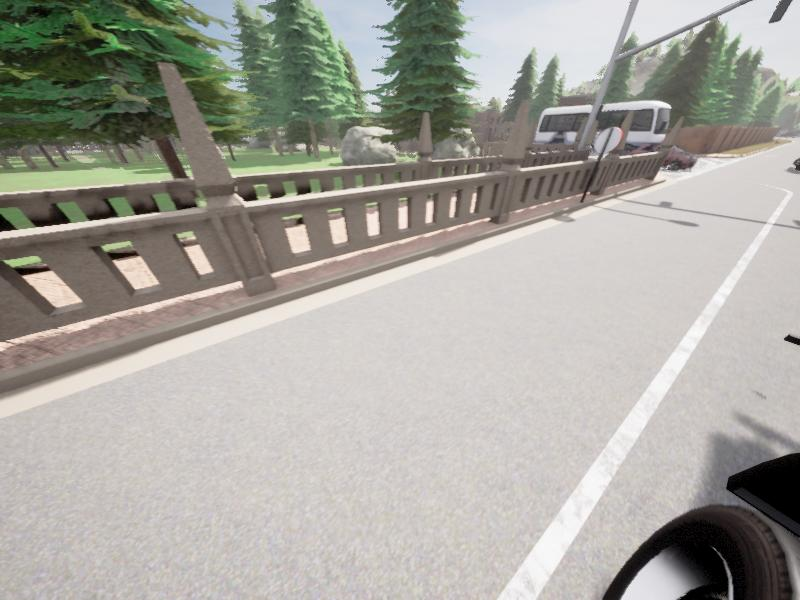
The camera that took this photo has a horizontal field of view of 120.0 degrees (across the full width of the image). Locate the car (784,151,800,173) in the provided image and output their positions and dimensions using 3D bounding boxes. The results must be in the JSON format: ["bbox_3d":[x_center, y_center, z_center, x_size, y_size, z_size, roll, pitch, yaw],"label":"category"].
[{"bbox_3d":[26.923,-8.321,13.554,3.988,1.617,1.851,28,44,34],"label":"car"}]

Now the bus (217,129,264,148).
[{"bbox_3d":[-46.316,-47.167,67.301,10.273,4.253,3.944,-22,40,-26],"label":"bus"}]

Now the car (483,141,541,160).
[{"bbox_3d":[11.869,-16.192,24.942,1.801,1.575,5.366,-22,40,-27],"label":"car"}]

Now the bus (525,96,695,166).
[{"bbox_3d":[18.244,-15.587,21.643,3.944,4.253,10.273,-22,41,-27],"label":"bus"}]

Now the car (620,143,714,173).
[{"bbox_3d":[18.481,-10.071,16.258,1.845,1.501,3.633,-15,38,-19],"label":"car"}]
